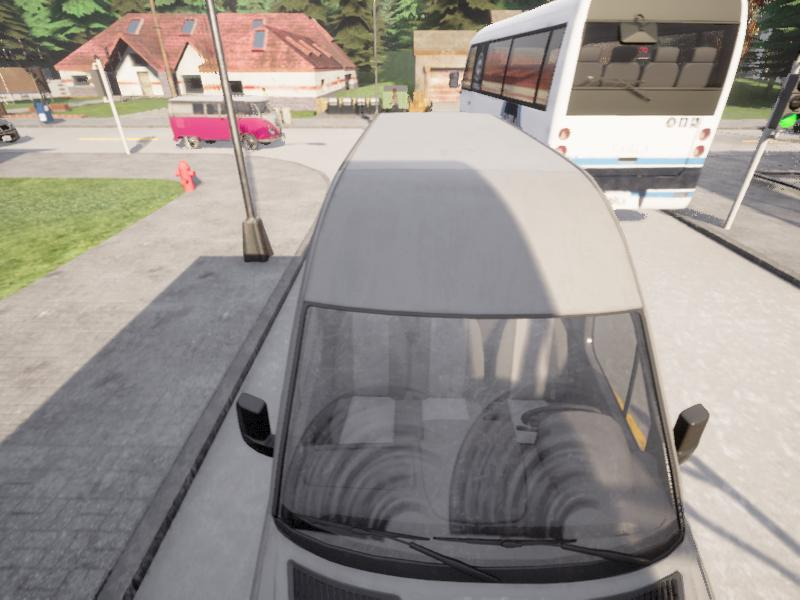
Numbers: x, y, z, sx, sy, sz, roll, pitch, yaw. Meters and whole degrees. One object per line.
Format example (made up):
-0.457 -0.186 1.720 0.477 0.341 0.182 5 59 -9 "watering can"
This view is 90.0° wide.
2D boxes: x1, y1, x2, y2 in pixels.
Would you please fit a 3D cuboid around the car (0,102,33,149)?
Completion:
-19.245 -7.453 17.063 4.611 1.667 2.242 0 30 1 "car"

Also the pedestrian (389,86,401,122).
-0.290 -11.824 24.151 0.751 1.860 0.751 0 30 0 "pedestrian"

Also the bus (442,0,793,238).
4.012 -5.720 11.598 3.944 4.253 10.273 -1 30 -2 "bus"

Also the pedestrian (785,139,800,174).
12.863 -4.818 12.175 0.751 1.860 0.751 0 30 0 "pedestrian"

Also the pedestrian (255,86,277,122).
-8.055 -11.797 24.084 0.751 1.860 0.751 1 30 1 "pedestrian"

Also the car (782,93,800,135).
22.796 -9.334 20.185 4.605 1.855 1.932 0 30 -1 "car"

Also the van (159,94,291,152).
-7.133 -7.424 16.730 4.442 1.987 1.775 3 30 5 "van"

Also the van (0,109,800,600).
0.370 0.043 3.430 1.988 2.561 5.915 1 30 1 "van"

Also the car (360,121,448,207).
-0.046 -3.984 11.293 1.789 1.549 3.705 -5 30 -8 "car"
